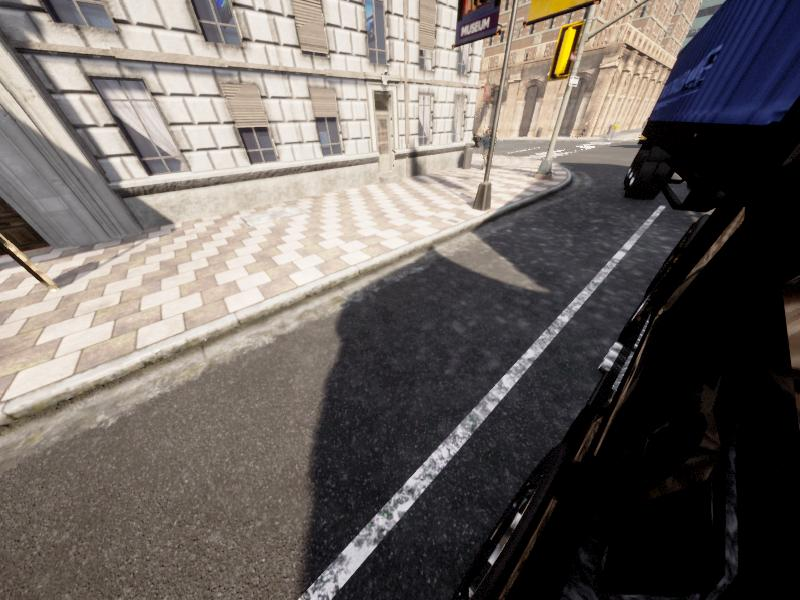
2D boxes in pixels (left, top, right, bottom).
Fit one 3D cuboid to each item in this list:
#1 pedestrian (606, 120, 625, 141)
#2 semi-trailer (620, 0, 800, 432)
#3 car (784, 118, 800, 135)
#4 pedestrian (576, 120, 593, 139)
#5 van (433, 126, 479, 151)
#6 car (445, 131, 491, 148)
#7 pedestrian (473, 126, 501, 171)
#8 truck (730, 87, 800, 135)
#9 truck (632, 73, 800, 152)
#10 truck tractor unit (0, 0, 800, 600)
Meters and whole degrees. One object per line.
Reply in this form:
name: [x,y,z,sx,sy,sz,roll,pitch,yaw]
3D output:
pedestrian: [23.927,-18.841,25.707,0.751,1.860,0.751,-30,44,-31]
semi-trailer: [7.689,-4.149,5.011,2.717,4.402,14.254,23,44,30]
car: [43.620,-18.669,24.752,4.718,1.301,1.895,-29,44,-30]
pedestrian: [22.648,-20.965,28.375,0.751,1.860,0.751,-26,42,-28]
van: [5.825,-17.274,24.694,1.775,1.987,4.442,-29,44,-30]
car: [7.868,-18.936,27.195,1.837,1.490,4.892,-29,44,-30]
pedestrian: [4.446,-7.756,11.876,0.751,1.860,0.751,27,46,34]
truck: [41.744,-21.452,26.476,8.468,3.827,2.891,-29,44,-30]
truck: [23.192,-12.911,16.235,2.891,3.827,8.468,-29,44,-30]
truck tractor unit: [2.645,-0.295,0.351,6.516,4.208,3.053,-28,44,-30]
